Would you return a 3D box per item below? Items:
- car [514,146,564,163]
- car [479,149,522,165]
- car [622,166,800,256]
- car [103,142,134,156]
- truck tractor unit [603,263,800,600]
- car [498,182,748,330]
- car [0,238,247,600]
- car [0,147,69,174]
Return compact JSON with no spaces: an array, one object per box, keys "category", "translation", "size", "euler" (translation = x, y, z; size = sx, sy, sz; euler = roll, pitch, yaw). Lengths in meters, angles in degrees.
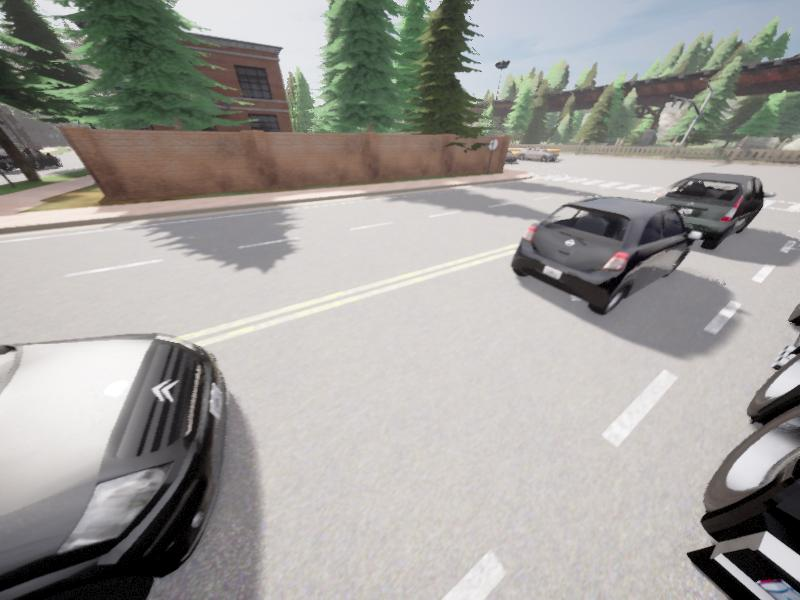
[{"category":"car","translation":[18.194,-19.324,30.565],"size":[2.152,1.651,5.027],"euler":[-18,39,-24]},{"category":"car","translation":[12.019,-17.360,27.903],"size":[1.994,1.385,4.181],"euler":[-18,39,-24]},{"category":"car","translation":[8.873,-2.755,6.654],"size":[3.988,1.617,1.851],"euler":[-18,39,-24]},{"category":"car","translation":[-44.428,-23.986,36.595],"size":[2.033,1.649,4.856],"euler":[-23,41,-30]},{"category":"truck tractor unit","translation":[5.109,-0.301,0.794],"size":[6.516,4.208,3.053],"euler":[-18,39,-24]},{"category":"car","translation":[4.027,-1.148,4.362],"size":[3.633,1.501,1.845],"euler":[-18,39,-24]},{"category":"car","translation":[-3.190,1.170,0.892],"size":[3.988,1.617,1.851],"euler":[-18,39,-24]},{"category":"car","translation":[-30.510,-11.573,18.993],"size":[1.837,1.490,4.892],"euler":[-17,39,-23]}]
